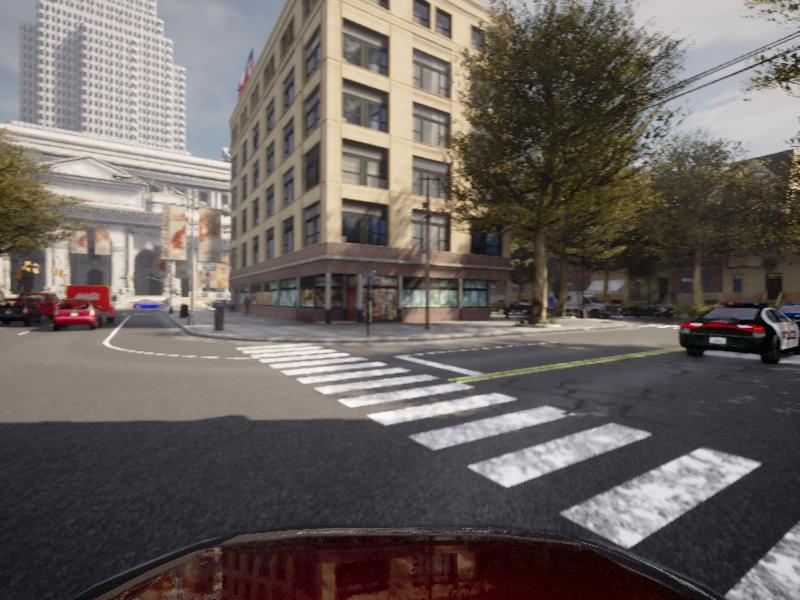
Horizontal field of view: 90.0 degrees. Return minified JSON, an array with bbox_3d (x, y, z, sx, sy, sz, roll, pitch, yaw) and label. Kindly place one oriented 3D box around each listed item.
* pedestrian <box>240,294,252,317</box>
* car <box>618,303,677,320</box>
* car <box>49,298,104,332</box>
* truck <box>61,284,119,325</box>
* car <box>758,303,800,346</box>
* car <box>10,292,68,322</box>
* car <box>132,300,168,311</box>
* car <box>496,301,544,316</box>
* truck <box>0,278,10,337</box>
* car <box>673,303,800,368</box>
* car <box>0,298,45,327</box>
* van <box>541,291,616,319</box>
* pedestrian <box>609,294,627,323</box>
[{"bbox_3d":[-12.381,0.447,32.201,0.751,1.860,0.751,0,0,-36],"label":"pedestrian"},{"bbox_3d":[22.458,0.981,36.437,1.994,1.385,4.181,0,0,-33],"label":"car"},{"bbox_3d":[-17.051,0.735,21.295,1.851,1.617,3.988,0,0,-33],"label":"car"},{"bbox_3d":[-20.704,0.292,26.981,2.627,2.467,5.204,0,0,-32],"label":"truck"},{"bbox_3d":[16.169,0.876,15.738,5.008,1.535,1.882,0,0,-34],"label":"car"},{"bbox_3d":[-26.648,0.484,29.762,2.150,2.045,5.566,0,0,-31],"label":"car"},{"bbox_3d":[-35.293,0.744,56.531,4.193,1.474,1.816,0,0,-32],"label":"car"},{"bbox_3d":[13.231,0.881,44.377,2.128,1.511,4.902,0,0,-33],"label":"car"},{"bbox_3d":[-17.329,0.300,15.178,2.627,2.467,5.204,0,0,-33],"label":"truck"},{"bbox_3d":[10.267,0.860,11.771,4.974,1.542,2.038,0,0,-35],"label":"car"},{"bbox_3d":[-22.992,0.716,24.067,1.851,1.617,3.988,0,0,-32],"label":"car"},{"bbox_3d":[17.004,0.435,38.473,2.351,2.431,6.366,0,0,-33],"label":"van"},{"bbox_3d":[14.368,0.533,26.396,0.751,1.860,0.751,0,0,-20],"label":"pedestrian"}]
